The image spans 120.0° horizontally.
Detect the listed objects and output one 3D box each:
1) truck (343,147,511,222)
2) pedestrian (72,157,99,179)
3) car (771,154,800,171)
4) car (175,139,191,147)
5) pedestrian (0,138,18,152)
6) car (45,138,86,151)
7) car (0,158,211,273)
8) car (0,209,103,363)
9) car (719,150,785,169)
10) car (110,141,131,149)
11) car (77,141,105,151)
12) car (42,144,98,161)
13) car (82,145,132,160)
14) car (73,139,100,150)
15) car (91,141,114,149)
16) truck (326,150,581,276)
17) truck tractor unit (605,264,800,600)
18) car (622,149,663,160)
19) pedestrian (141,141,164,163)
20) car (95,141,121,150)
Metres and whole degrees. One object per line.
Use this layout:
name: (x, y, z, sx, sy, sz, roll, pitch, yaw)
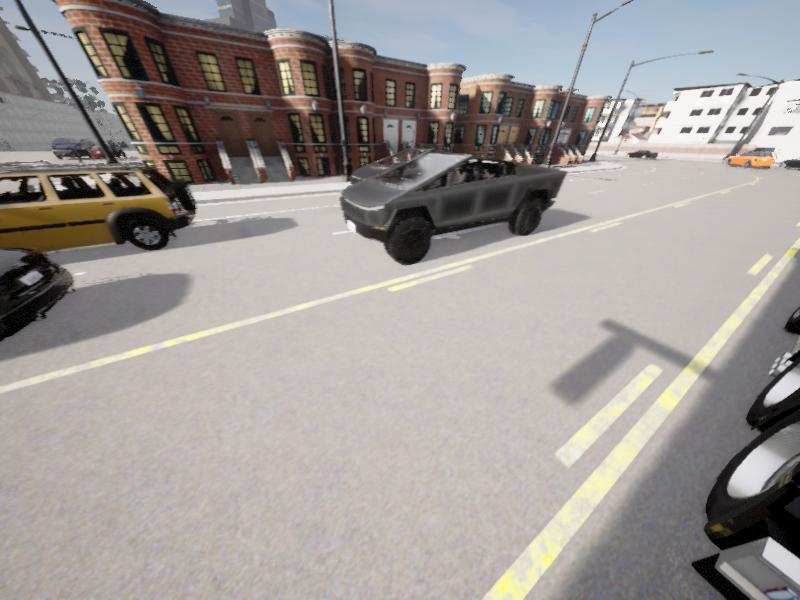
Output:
truck: (1.190, -5.000, 9.535, 6.274, 2.098, 2.390, -17, 39, -25)
pedestrian: (-19.245, -8.077, 14.150, 0.500, 1.100, 0.500, -28, 44, -35)
car: (47.437, -15.909, 26.809, 2.128, 1.511, 4.902, 13, 36, 17)
car: (-64.959, -46.994, 69.147, 2.150, 2.045, 5.566, -18, 39, -25)
pedestrian: (-66.023, -26.079, 38.914, 0.751, 1.860, 0.751, 7, 35, 9)
car: (-63.410, -29.579, 43.921, 2.150, 2.045, 5.566, -18, 39, -25)
car: (-7.654, -2.096, 5.334, 4.605, 1.855, 1.932, -18, 39, -25)
car: (-7.008, 0.203, 2.464, 4.181, 1.385, 1.994, -18, 39, -25)
car: (44.912, -18.105, 29.695, 2.097, 1.767, 4.553, 11, 36, 14)
car: (-67.943, -37.774, 56.284, 1.970, 1.475, 3.806, -18, 39, -25)
car: (-59.893, -29.865, 44.821, 1.789, 1.549, 3.705, -18, 39, -25)
car: (-40.123, -18.173, 28.317, 2.128, 1.511, 4.902, -18, 39, -25)
car: (-36.638, -18.613, 29.052, 2.163, 1.488, 4.792, -16, 38, -22)
car: (-67.586, -33.648, 49.887, 1.905, 1.878, 3.866, -18, 39, -25)
car: (-71.444, -37.298, 55.475, 1.812, 1.442, 4.674, -18, 39, -25)
truck: (1.597, -2.838, 6.403, 6.274, 2.098, 2.390, -18, 39, -25)
truck tractor unit: (5.114, -0.281, 0.846, 6.516, 4.208, 3.053, -17, 37, -25)
car: (45.200, -27.296, 43.257, 1.882, 1.535, 5.008, -6, 35, -10)
pedestrian: (-24.934, -14.950, 23.333, 0.751, 1.860, 0.751, -16, 38, -23)
car: (-64.019, -33.943, 50.681, 1.882, 1.535, 5.008, -18, 39, -25)
